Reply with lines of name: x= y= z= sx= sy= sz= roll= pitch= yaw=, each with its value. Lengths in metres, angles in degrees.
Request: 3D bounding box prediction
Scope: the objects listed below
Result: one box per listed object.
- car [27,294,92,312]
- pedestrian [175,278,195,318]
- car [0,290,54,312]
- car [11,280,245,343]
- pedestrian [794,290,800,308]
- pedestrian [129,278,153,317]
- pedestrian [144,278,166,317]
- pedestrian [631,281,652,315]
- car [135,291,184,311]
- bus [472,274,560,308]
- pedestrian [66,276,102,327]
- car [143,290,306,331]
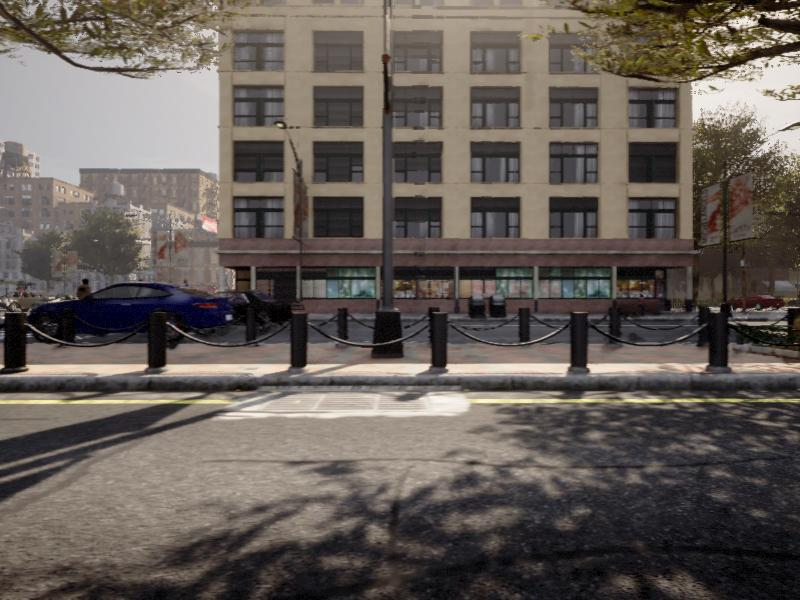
car: x=-30.113 y=0.242 z=35.607 sx=2.007 sy=1.525 sz=4.514 roll=0 pitch=0 yaw=0
pedestrian: x=-10.308 y=-0.109 z=19.200 sx=0.751 sy=1.860 sz=0.751 roll=0 pitch=0 yaw=-20
car: x=-33.607 y=0.066 z=35.402 sx=1.932 sy=1.855 sz=4.605 roll=0 pitch=0 yaw=0
car: x=-6.612 y=0.273 z=10.117 sx=4.674 sy=1.442 sz=1.812 roll=0 pitch=0 yaw=0
pedestrian: x=42.397 y=-0.127 z=42.373 sx=0.751 sy=1.860 sz=0.751 roll=0 pitch=0 yaw=-29
pedestrian: x=-12.706 y=-0.108 z=19.603 sx=0.751 sy=1.860 sz=0.751 roll=0 pitch=0 yaw=35
pedestrian: x=-11.903 y=-0.109 z=19.454 sx=0.751 sy=1.860 sz=0.751 roll=0 pitch=0 yaw=-19
pedestrian: x=13.720 y=-0.118 z=22.744 sx=0.751 sy=1.860 sz=0.751 roll=0 pitch=0 yaw=6
car: x=-23.125 y=0.064 z=38.703 sx=1.932 sy=1.855 sz=4.605 roll=0 pitch=0 yaw=0
bus: x=14.792 y=-1.135 z=51.858 sx=10.273 sy=4.253 sz=3.944 roll=0 pitch=0 yaw=0
pedestrian: x=-11.776 y=0.043 z=14.931 sx=0.751 sy=1.860 sz=0.751 roll=0 pitch=0 yaw=-7
car: x=-5.794 y=0.348 z=13.639 sx=4.718 sy=1.301 sz=1.895 roll=0 pitch=0 yaw=0
